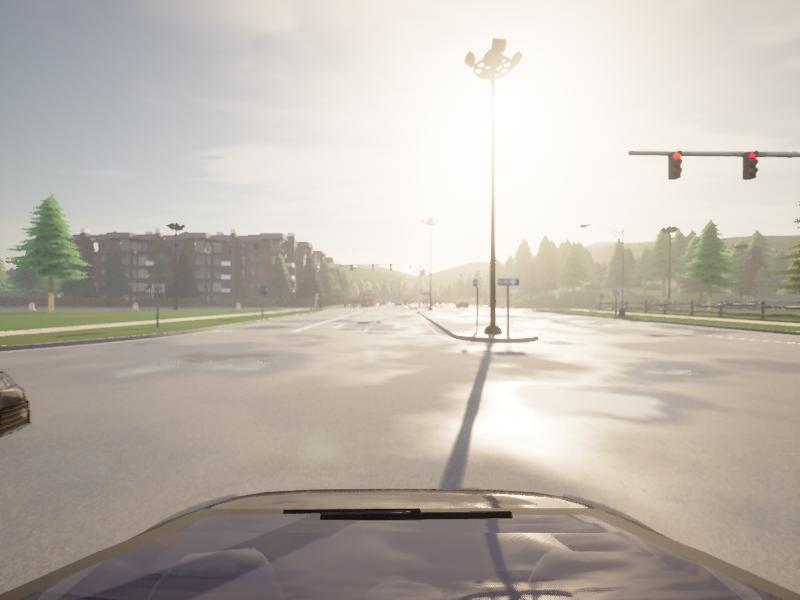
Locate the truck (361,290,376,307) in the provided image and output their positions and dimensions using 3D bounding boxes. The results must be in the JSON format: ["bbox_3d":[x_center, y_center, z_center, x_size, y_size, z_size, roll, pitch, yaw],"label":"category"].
[{"bbox_3d":[-7.301,-0.391,92.592,2.891,3.827,8.468,0,0,-1],"label":"truck"}]

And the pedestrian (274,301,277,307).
[{"bbox_3d":[-24.910,0.804,79.810,0.500,1.100,0.500,0,0,0],"label":"pedestrian"}]

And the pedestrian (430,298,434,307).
[{"bbox_3d":[6.461,0.575,81.350,0.751,1.860,0.751,0,0,12],"label":"pedestrian"}]

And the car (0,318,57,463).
[{"bbox_3d":[-6.010,0.905,3.571,4.181,1.385,1.994,0,0,0],"label":"car"}]

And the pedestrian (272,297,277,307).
[{"bbox_3d":[-24.924,0.424,79.192,0.751,1.860,0.751,0,0,2],"label":"pedestrian"}]
